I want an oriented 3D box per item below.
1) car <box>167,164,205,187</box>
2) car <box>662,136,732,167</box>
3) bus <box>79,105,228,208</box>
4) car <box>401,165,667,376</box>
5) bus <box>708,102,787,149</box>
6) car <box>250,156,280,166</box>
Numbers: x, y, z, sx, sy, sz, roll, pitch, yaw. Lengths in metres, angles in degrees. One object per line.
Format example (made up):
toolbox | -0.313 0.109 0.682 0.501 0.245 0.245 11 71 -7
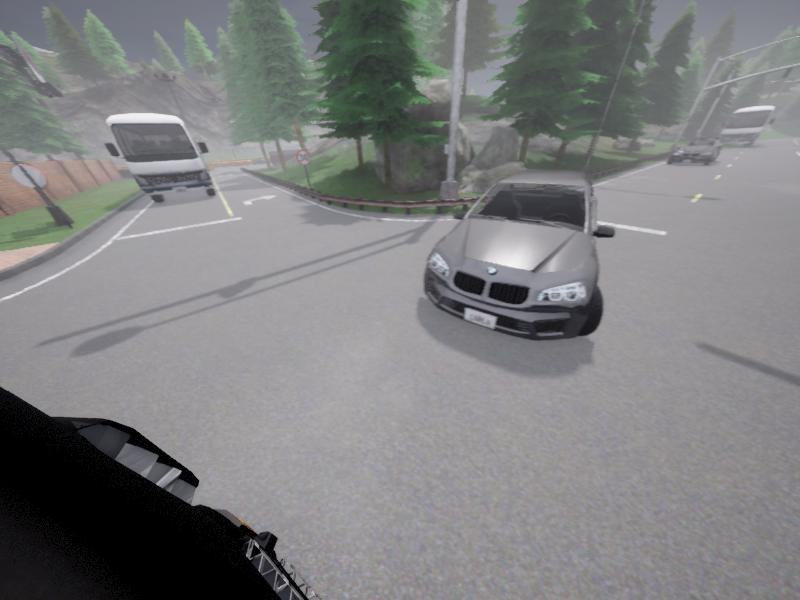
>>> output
car | -20.711 -12.257 22.542 2.128 1.511 4.902 -24 39 -28
car | 22.370 -11.204 17.394 4.611 1.667 2.242 -25 39 -29
bus | -15.323 -9.592 15.662 3.944 4.253 10.273 -24 39 -28
car | 2.273 -1.279 4.161 2.242 1.667 4.611 19 39 30
bus | 46.096 -23.043 30.852 10.273 4.253 3.944 -26 40 -30
car | -30.244 -31.163 51.693 5.357 1.411 2.033 -25 39 -29
